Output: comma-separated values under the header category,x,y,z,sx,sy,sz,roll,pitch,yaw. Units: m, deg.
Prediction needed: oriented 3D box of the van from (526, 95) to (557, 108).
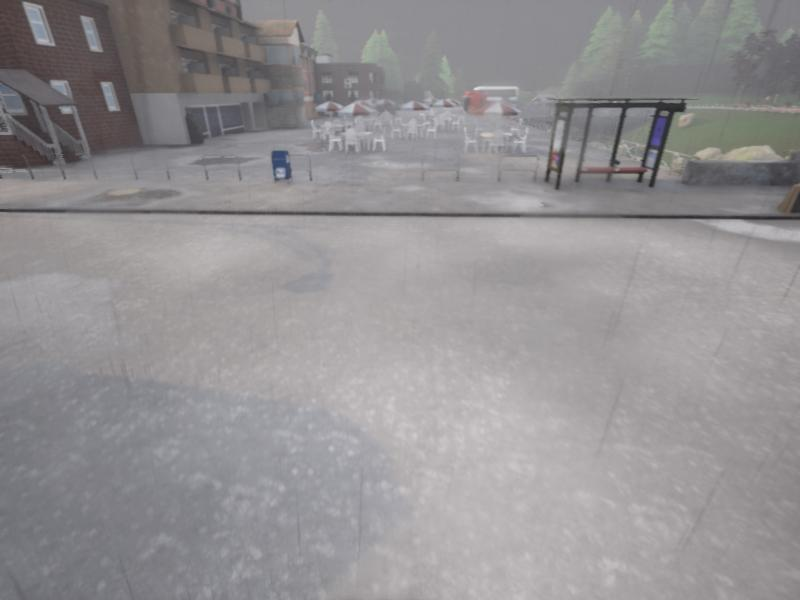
category,x,y,z,sx,sy,sz,roll,pitch,yaw
van,30.864,-43.416,87.512,5.915,2.561,1.988,1,27,3

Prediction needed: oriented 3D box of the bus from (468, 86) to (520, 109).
category,x,y,z,sx,sy,sz,roll,pitch,yaw
bus,20.429,-44.321,87.574,10.273,4.253,3.944,1,27,3

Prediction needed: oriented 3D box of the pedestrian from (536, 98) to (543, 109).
category,x,y,z,sx,sy,sz,roll,pitch,yaw
pedestrian,27.752,-39.044,79.587,0.751,1.860,0.751,2,27,4
